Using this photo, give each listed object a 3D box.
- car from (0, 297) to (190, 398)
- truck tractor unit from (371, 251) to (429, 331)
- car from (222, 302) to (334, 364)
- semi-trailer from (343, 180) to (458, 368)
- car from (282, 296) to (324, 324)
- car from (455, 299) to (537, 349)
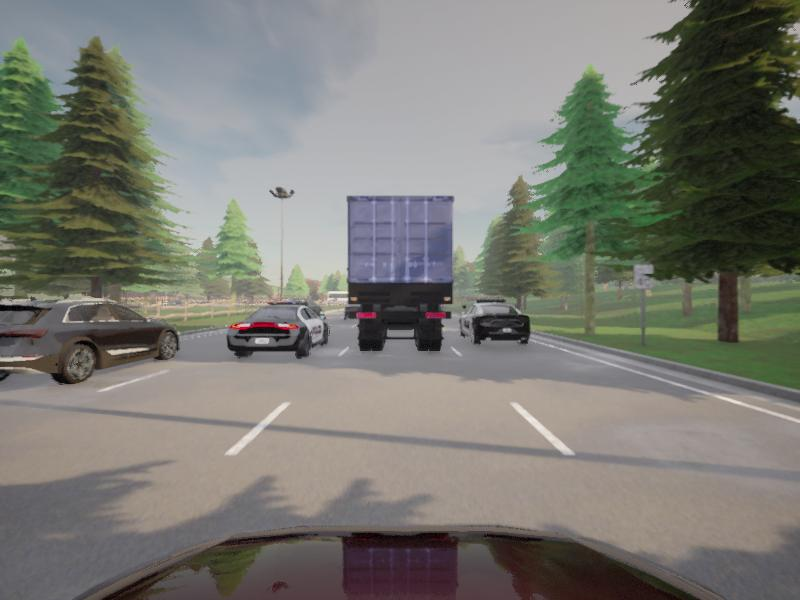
[{"bbox_3d":[-6.999,0.786,8.976,2.033,1.649,4.856,0,0,0],"label":"car"},{"bbox_3d":[0.000,-0.495,24.439,3.053,4.208,6.516,0,0,0],"label":"truck tractor unit"},{"bbox_3d":[-3.499,0.840,12.617,2.038,1.542,4.974,0,0,0],"label":"car"},{"bbox_3d":[0.005,-0.601,16.524,2.717,4.402,14.254,0,0,0],"label":"semi-trailer"},{"bbox_3d":[-7.000,0.681,29.302,1.932,1.855,4.605,0,0,0],"label":"car"},{"bbox_3d":[3.500,0.787,15.652,1.930,1.638,5.238,0,0,0],"label":"car"}]
